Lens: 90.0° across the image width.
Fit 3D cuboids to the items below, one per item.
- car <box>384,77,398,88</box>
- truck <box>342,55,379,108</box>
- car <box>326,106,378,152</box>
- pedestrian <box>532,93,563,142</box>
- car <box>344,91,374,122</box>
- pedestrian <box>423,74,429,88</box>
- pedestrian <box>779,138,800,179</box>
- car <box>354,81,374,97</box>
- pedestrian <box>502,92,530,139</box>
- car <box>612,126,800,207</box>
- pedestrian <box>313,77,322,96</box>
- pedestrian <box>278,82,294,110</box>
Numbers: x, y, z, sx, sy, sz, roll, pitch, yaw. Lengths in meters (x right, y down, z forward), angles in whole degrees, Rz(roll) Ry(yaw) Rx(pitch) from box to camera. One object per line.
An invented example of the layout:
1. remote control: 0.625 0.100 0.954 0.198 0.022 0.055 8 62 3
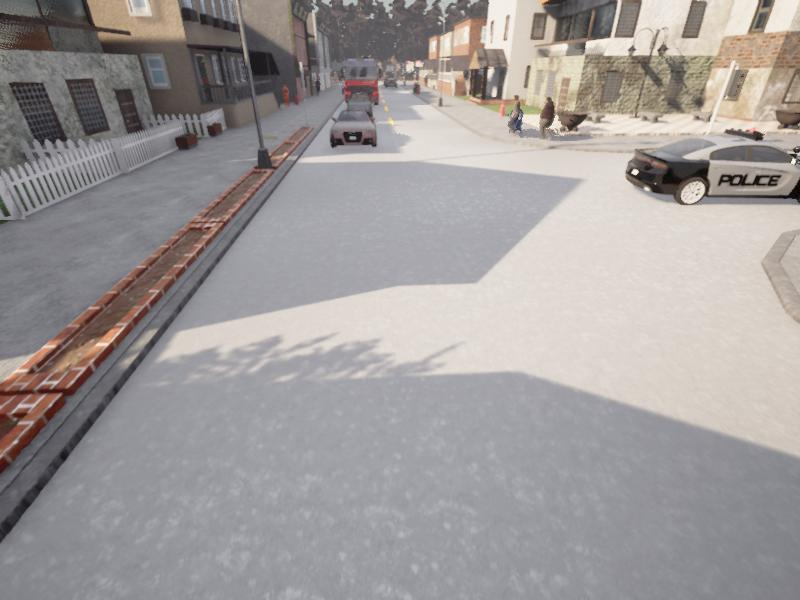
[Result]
1. car: -1.540 -35.839 65.839 2.038 1.542 4.974 -2 30 -3
2. truck: -3.447 -19.974 36.409 2.891 3.827 8.468 -2 30 -3
3. car: -2.049 -7.760 17.940 1.994 1.385 4.181 -2 30 -3
4. pedestrian: 6.496 -8.050 17.678 0.751 1.860 0.751 26 39 37
5. car: -2.684 -12.925 26.601 1.789 1.549 3.705 -2 30 -3
6. pedestrian: 4.072 -34.351 62.710 0.751 1.860 0.751 -2 30 -3
7. pedestrian: 12.345 -4.331 12.289 0.500 1.100 0.500 7 31 12
8. car: -4.165 -24.739 46.889 2.163 1.488 4.792 -2 30 -3
9. pedestrian: 5.350 -8.534 18.507 0.751 1.860 0.751 21 36 32
10. car: 8.784 -3.514 10.403 5.238 1.638 1.930 1 30 1
11. pedestrian: -9.158 -23.770 44.600 0.751 1.860 0.751 -2 30 -3
12. pedestrian: -8.828 -15.799 30.957 0.751 1.860 0.751 0 30 0
